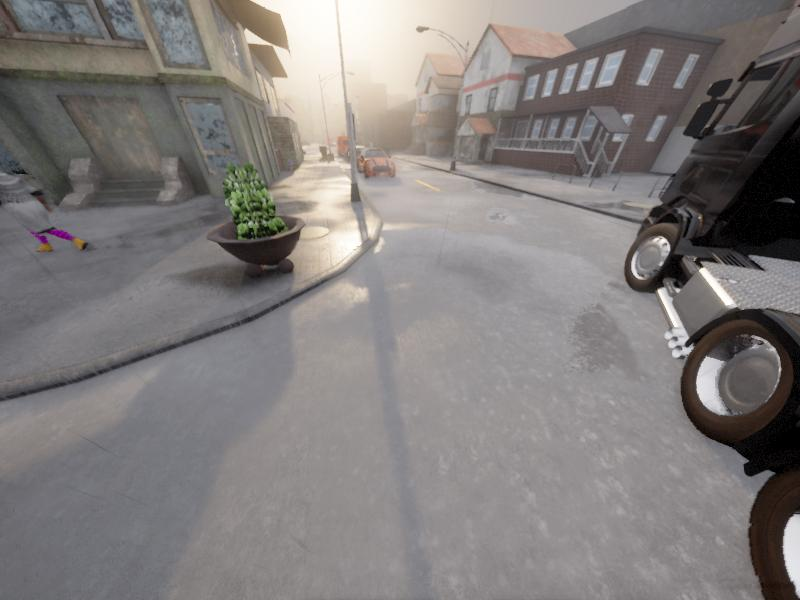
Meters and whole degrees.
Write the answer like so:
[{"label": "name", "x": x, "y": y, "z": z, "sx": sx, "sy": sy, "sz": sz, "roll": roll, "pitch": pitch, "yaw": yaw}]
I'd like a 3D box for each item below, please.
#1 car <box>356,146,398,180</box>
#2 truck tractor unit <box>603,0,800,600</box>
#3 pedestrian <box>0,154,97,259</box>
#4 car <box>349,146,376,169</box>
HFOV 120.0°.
[{"label": "car", "x": -1.777, "y": -10.036, "z": 16.705, "sx": 2.097, "sy": 1.767, "sz": 4.553, "roll": -9, "pitch": 36, "yaw": -13}, {"label": "truck tractor unit", "x": 4.440, "y": -0.698, "z": 1.331, "sx": 3.053, "sy": 4.208, "sz": 6.516, "roll": 19, "pitch": 40, "yaw": 25}, {"label": "pedestrian", "x": -7.722, "y": -1.894, "z": 4.775, "sx": 0.751, "sy": 1.860, "sz": 0.751, "roll": -9, "pitch": 36, "yaw": -14}, {"label": "car", "x": -3.606, "y": -13.596, "z": 21.927, "sx": 1.851, "sy": 1.617, "sz": 3.988, "roll": -9, "pitch": 36, "yaw": -13}]
